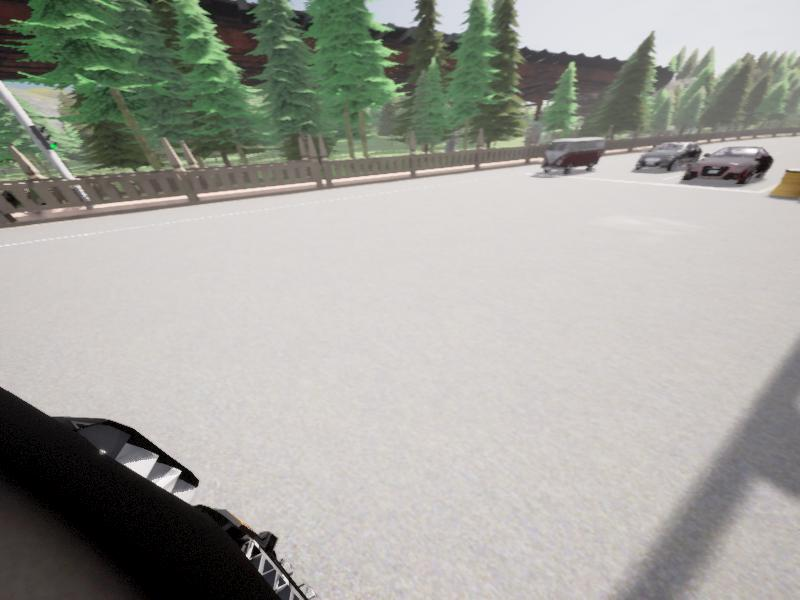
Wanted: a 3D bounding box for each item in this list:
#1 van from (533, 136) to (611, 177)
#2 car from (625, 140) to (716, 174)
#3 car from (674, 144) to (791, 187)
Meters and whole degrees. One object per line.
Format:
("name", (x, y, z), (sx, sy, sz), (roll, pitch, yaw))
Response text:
("van", (11.624, -9.794, 15.692), (4.442, 1.987, 1.775), (-19, 37, -22))
("car", (17.580, -9.385, 15.042), (4.902, 1.511, 2.128), (-19, 37, -22))
("car", (15.818, -6.503, 11.041), (4.181, 1.385, 1.994), (-19, 37, -22))
